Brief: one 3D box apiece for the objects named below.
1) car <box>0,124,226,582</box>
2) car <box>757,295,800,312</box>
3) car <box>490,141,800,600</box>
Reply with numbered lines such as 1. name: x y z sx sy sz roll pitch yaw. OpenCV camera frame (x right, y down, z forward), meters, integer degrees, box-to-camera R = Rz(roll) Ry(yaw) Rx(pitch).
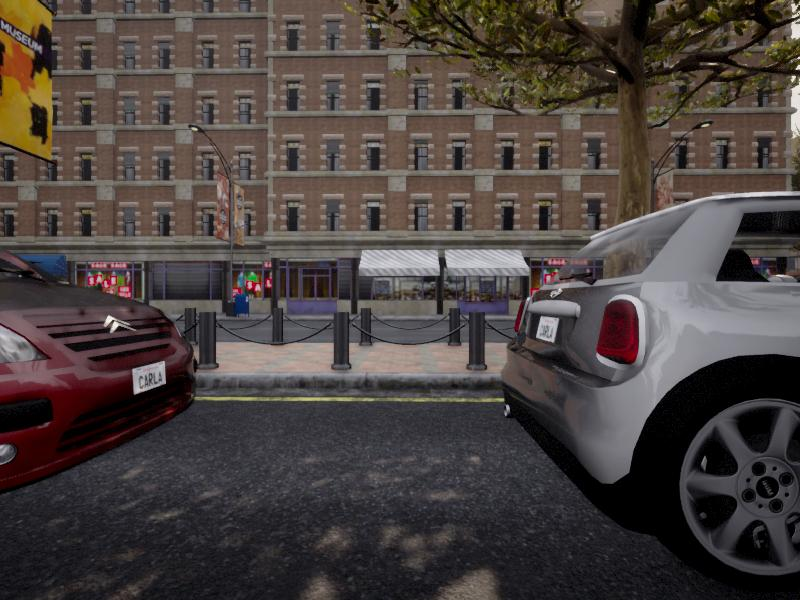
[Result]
1. car: -3.390 0.188 2.287 3.988 1.617 1.851 0 0 1
2. car: 34.559 0.270 35.440 1.812 1.442 4.674 0 0 1
3. car: 2.600 0.253 2.173 3.806 1.475 1.970 0 0 1
